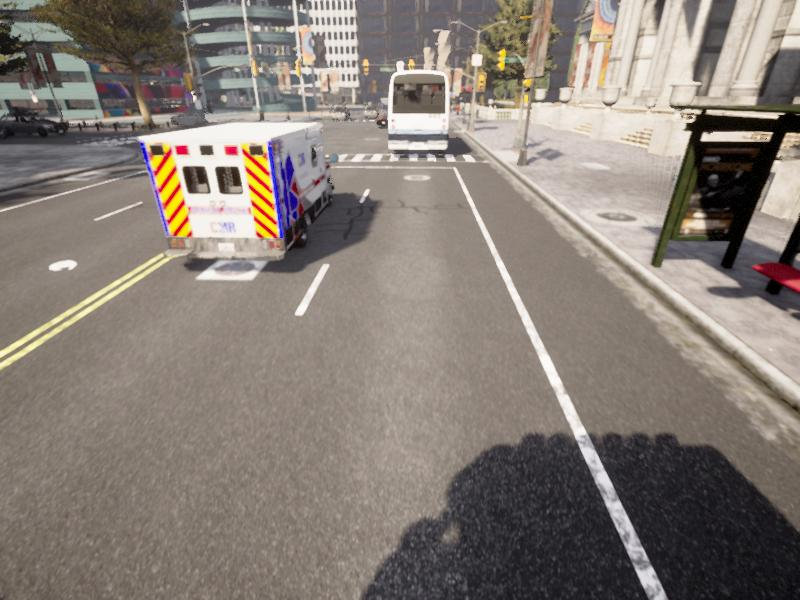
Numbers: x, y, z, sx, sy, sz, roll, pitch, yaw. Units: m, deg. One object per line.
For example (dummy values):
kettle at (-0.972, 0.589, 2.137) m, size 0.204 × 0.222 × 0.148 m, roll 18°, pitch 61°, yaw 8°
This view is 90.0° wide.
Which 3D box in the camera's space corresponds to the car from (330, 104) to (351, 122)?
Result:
car at (-7.886, -25.023, 53.552) m, size 1.932 × 1.855 × 4.605 m, roll 1°, pitch 29°, yaw 2°

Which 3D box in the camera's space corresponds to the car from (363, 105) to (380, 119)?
car at (-4.129, -27.533, 58.486) m, size 1.932 × 1.855 × 4.605 m, roll 1°, pitch 26°, yaw 2°

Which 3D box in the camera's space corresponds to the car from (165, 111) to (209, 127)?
car at (-23.267, -19.871, 43.884) m, size 3.633 × 1.501 × 1.845 m, roll -1°, pitch 27°, yaw -2°

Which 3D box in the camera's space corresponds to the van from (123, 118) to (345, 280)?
van at (-3.116, -2.932, 9.742) m, size 2.351 × 2.431 × 6.366 m, roll 1°, pitch 27°, yaw 2°

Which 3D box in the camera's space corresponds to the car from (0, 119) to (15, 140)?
car at (-32.985, -13.131, 30.798) m, size 4.674 × 1.442 × 1.812 m, roll 1°, pitch 27°, yaw 2°

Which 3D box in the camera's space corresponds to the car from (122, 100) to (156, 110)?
car at (-57.905, -43.360, 88.866) m, size 5.566 × 2.045 × 2.435 m, roll 1°, pitch 27°, yaw 2°

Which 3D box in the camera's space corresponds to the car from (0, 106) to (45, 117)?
car at (-58.703, -29.323, 62.246) m, size 4.786 × 1.482 × 2.161 m, roll 1°, pitch 27°, yaw 2°

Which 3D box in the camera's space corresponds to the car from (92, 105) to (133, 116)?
car at (-46.955, -31.021, 65.474) m, size 4.902 × 1.511 × 2.128 m, roll 1°, pitch 27°, yaw 2°

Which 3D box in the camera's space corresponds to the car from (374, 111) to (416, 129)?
car at (-0.424, -19.155, 42.468) m, size 2.038 × 1.542 × 4.974 m, roll 15°, pitch 31°, yaw 28°

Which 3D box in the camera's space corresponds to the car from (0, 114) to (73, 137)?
car at (-30.971, -14.770, 33.754) m, size 4.611 × 1.667 × 2.242 m, roll 1°, pitch 27°, yaw 2°

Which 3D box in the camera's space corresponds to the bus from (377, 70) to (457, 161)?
bus at (1.080, -11.867, 25.235) m, size 3.944 × 4.253 × 10.273 m, roll 1°, pitch 28°, yaw 2°

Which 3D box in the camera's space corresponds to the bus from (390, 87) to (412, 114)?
bus at (0.098, -37.610, 75.564) m, size 3.944 × 4.253 × 10.273 m, roll 0°, pitch 26°, yaw -1°
